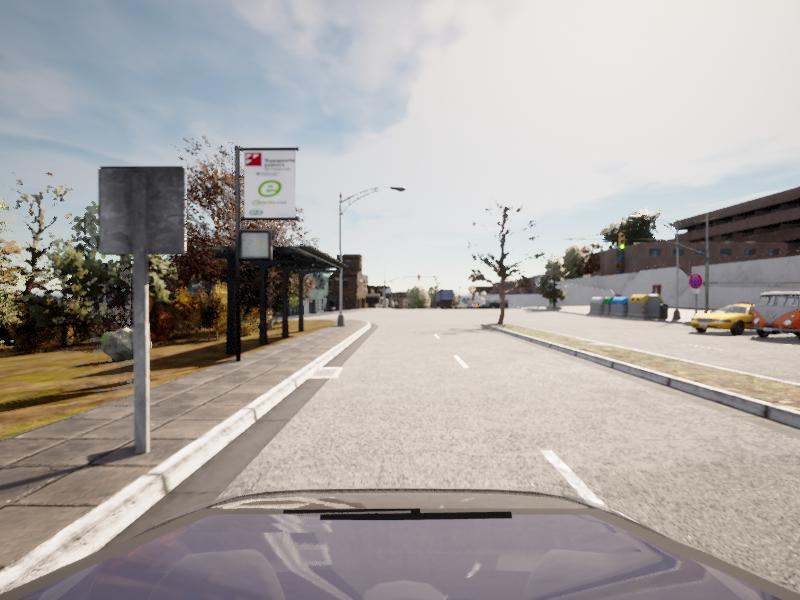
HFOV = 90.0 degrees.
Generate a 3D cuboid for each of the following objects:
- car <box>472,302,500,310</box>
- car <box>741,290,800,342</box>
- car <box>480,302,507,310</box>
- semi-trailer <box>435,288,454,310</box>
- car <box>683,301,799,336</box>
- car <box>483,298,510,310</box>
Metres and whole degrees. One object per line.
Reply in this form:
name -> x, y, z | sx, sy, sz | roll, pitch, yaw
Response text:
car -> 17.398, 1.211, 81.042 | 5.366, 1.575, 1.946 | 1, -1, -19
car -> 16.935, 0.645, 16.873 | 4.442, 1.987, 1.878 | 1, 0, -20
car -> 17.518, 1.100, 75.154 | 4.674, 1.452, 2.002 | 1, -2, -19
semi-trailer -> 9.562, -0.048, 87.977 | 2.717, 4.402, 14.254 | 0, -2, 0
car -> 16.893, 0.876, 19.831 | 5.366, 1.575, 1.946 | 1, 0, -20
car -> 17.392, 0.752, 72.139 | 4.442, 1.987, 1.878 | 1, -1, -19
